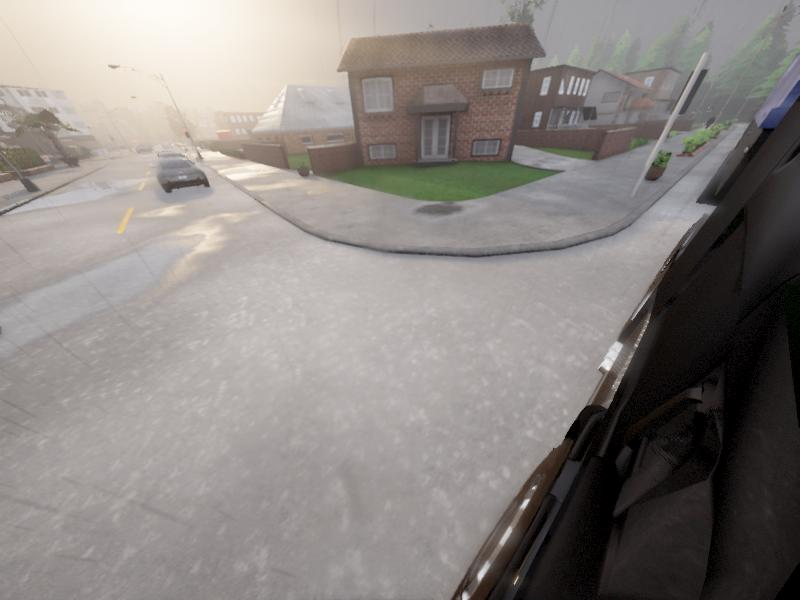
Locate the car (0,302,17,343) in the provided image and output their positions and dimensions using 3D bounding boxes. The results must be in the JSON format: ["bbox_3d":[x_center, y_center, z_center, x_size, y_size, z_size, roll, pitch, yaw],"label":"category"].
[{"bbox_3d":[-5.367,0.909,1.301,2.097,1.767,4.553,-32,46,-33],"label":"car"}]

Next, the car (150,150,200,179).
[{"bbox_3d":[-17.088,-10.387,17.515,2.033,1.411,5.357,-28,44,-30],"label":"car"}]

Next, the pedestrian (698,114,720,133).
[{"bbox_3d":[37.712,-21.523,28.190,0.751,1.860,0.751,-28,43,-29],"label":"pedestrian"}]

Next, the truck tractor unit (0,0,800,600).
[{"bbox_3d":[2.645,-0.295,0.351,6.516,4.208,3.053,-28,44,-30],"label":"truck tractor unit"}]

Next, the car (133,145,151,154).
[{"bbox_3d":[-52.593,-30.801,47.159,1.994,1.385,4.181,-28,44,-30],"label":"car"}]

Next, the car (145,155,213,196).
[{"bbox_3d":[-12.032,-6.892,12.530,1.994,1.385,4.181,-30,45,-32],"label":"car"}]

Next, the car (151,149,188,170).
[{"bbox_3d":[-21.713,-13.347,21.861,1.895,1.301,4.718,-27,43,-29],"label":"car"}]

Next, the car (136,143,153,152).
[{"bbox_3d":[-60.363,-36.193,54.672,1.930,1.638,5.238,-28,44,-30],"label":"car"}]

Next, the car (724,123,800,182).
[{"bbox_3d":[16.096,-6.436,9.847,5.238,1.638,1.930,-28,43,-30],"label":"car"}]

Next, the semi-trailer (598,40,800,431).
[{"bbox_3d":[8.689,-3.614,4.233,14.254,4.402,2.717,-28,44,-30],"label":"semi-trailer"}]
